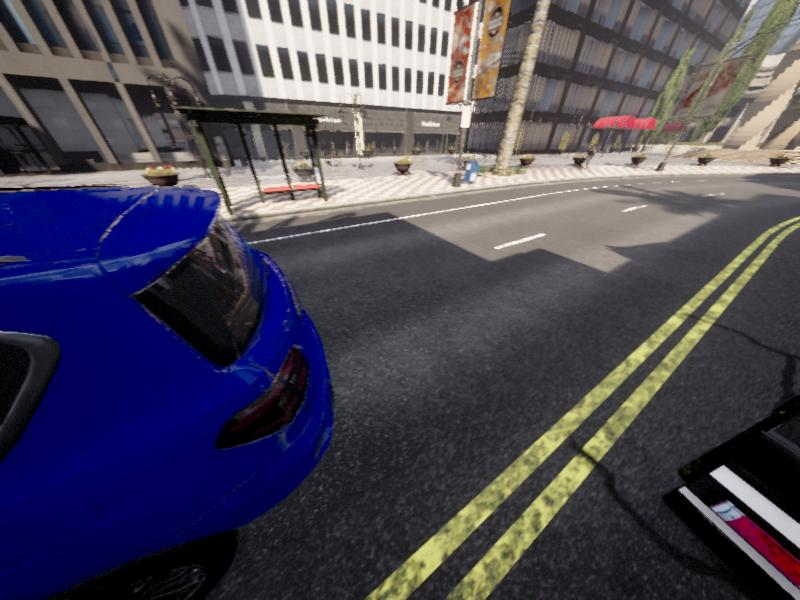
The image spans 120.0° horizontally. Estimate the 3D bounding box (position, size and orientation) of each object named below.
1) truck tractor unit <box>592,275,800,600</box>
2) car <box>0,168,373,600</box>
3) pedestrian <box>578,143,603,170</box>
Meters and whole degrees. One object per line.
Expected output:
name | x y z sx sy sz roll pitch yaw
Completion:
truck tractor unit | 5.261 -0.113 0.520 6.516 4.208 3.053 -11 37 -16
car | -3.148 0.935 0.821 5.566 2.045 2.150 -19 39 -25
pedestrian | 15.995 -12.046 19.433 0.751 1.860 0.751 -2 35 -4
